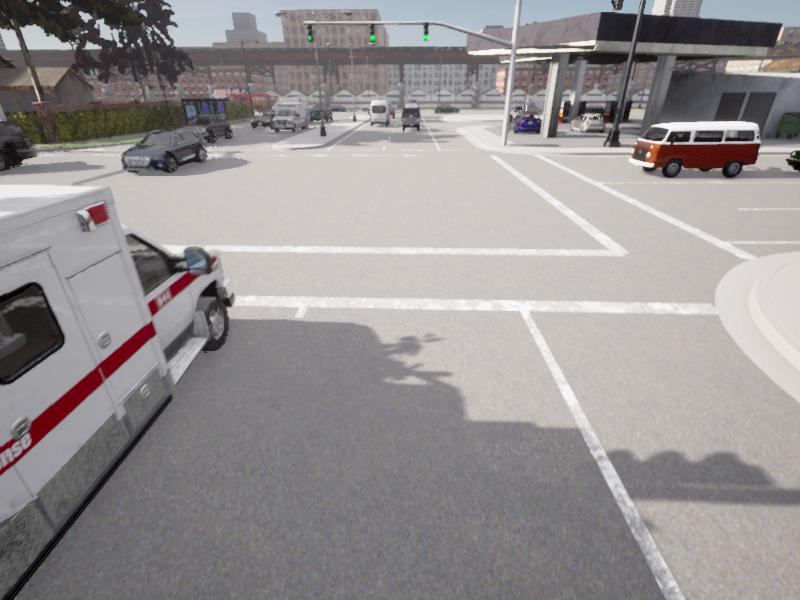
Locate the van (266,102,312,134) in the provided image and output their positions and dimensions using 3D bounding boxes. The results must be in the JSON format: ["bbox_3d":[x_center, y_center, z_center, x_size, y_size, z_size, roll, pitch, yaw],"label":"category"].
[{"bbox_3d":[-10.416,-17.492,38.263,2.351,2.431,6.366,1,27,1],"label":"van"}]

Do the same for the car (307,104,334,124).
[{"bbox_3d":[-10.065,-23.903,51.194,2.150,2.045,5.566,0,28,1],"label":"car"}]

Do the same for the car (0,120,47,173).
[{"bbox_3d":[-19.995,-6.837,17.950,5.566,2.045,2.150,-13,30,-23],"label":"car"}]

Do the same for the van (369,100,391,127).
[{"bbox_3d":[-2.205,-21.396,45.703,1.988,2.561,5.915,0,27,1],"label":"van"}]

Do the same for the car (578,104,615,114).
[{"bbox_3d":[35.152,-34.244,71.726,5.357,1.411,2.033,1,27,3],"label":"car"}]

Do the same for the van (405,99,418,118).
[{"bbox_3d":[1.735,-29.540,61.551,1.988,2.561,5.915,0,27,1],"label":"van"}]

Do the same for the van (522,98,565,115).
[{"bbox_3d":[24.565,-33.215,68.676,6.366,2.431,2.351,1,27,2],"label":"van"}]

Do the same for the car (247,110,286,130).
[{"bbox_3d":[-13.825,-18.831,41.794,2.152,1.651,5.027,0,27,1],"label":"car"}]

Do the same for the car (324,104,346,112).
[{"bbox_3d":[-13.322,-39.487,82.399,4.181,1.385,1.994,1,27,2],"label":"car"}]

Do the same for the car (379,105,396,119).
[{"bbox_3d":[-1.825,-28.215,60.027,2.152,1.651,5.027,0,27,1],"label":"car"}]

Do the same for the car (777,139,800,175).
[{"bbox_3d":[19.035,-5.868,16.548,4.718,1.301,1.895,0,27,1],"label":"car"}]

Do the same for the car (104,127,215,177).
[{"bbox_3d":[-10.952,-7.073,18.792,2.033,1.649,4.856,0,27,1],"label":"car"}]

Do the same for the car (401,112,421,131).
[{"bbox_3d":[1.108,-17.508,39.183,1.845,1.501,3.633,0,27,1],"label":"car"}]

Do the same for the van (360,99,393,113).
[{"bbox_3d":[-4.554,-38.276,78.811,6.366,2.431,2.351,1,27,2],"label":"van"}]

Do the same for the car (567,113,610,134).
[{"bbox_3d":[16.458,-15.539,35.146,1.970,1.475,3.806,1,27,2],"label":"car"}]

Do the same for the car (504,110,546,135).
[{"bbox_3d":[10.696,-15.379,34.529,2.242,1.667,4.611,1,27,2],"label":"car"}]

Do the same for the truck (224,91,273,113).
[{"bbox_3d":[-31.142,-40.743,82.325,8.468,3.827,2.891,1,27,2],"label":"truck"}]

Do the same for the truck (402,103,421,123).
[{"bbox_3d":[1.468,-24.596,52.406,2.390,2.098,6.274,0,27,1],"label":"truck"}]

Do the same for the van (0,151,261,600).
[{"bbox_3d":[-3.402,0.640,2.781,2.351,2.431,6.366,1,27,2],"label":"van"}]

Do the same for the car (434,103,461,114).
[{"bbox_3d":[8.584,-34.672,72.371,4.553,1.767,2.097,1,27,2],"label":"car"}]

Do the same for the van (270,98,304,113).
[{"bbox_3d":[-22.402,-38.509,79.258,5.915,2.561,1.988,1,27,2],"label":"van"}]

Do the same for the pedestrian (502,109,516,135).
[{"bbox_3d":[8.786,-14.392,32.283,0.751,1.860,0.751,3,27,6],"label":"pedestrian"}]

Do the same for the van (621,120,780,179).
[{"bbox_3d":[12.110,-6.222,16.480,4.480,2.038,2.069,0,27,0],"label":"van"}]

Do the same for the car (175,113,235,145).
[{"bbox_3d":[-14.174,-12.660,29.459,1.932,1.855,4.605,1,27,2],"label":"car"}]
